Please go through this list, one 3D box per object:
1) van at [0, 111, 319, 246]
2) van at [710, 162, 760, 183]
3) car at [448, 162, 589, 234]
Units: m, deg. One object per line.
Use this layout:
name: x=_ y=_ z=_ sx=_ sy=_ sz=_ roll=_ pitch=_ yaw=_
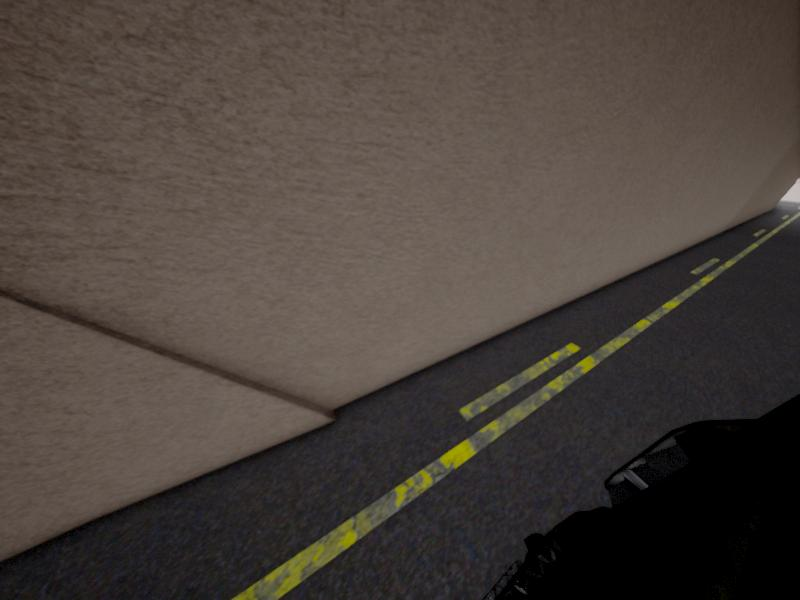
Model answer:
van: x=-6.010 y=-3.524 z=6.618 sx=6.366 sy=2.431 sz=2.351 roll=-15 pitch=37 yaw=-25
van: x=49.969 y=-18.980 z=34.468 sx=6.366 sy=2.431 sz=2.351 roll=-15 pitch=37 yaw=-25
car: x=4.326 y=-3.916 z=8.540 sx=4.605 sy=1.855 sz=1.932 roll=-15 pitch=38 yaw=-26
